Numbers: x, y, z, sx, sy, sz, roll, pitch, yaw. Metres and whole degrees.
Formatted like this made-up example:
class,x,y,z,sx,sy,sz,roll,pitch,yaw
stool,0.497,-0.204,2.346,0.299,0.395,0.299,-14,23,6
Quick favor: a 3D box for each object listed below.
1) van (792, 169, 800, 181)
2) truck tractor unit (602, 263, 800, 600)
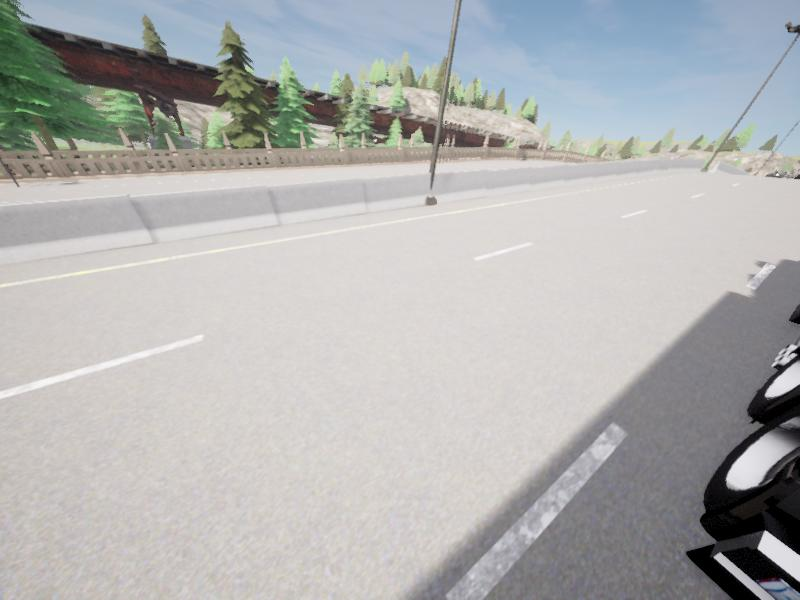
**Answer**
class,x,y,z,sx,sy,sz,roll,pitch,yaw
van,42.191,-13.149,22.844,6.366,2.431,2.351,-14,37,-27
truck tractor unit,5.107,-0.304,0.784,6.516,4.208,3.053,-18,39,-24
